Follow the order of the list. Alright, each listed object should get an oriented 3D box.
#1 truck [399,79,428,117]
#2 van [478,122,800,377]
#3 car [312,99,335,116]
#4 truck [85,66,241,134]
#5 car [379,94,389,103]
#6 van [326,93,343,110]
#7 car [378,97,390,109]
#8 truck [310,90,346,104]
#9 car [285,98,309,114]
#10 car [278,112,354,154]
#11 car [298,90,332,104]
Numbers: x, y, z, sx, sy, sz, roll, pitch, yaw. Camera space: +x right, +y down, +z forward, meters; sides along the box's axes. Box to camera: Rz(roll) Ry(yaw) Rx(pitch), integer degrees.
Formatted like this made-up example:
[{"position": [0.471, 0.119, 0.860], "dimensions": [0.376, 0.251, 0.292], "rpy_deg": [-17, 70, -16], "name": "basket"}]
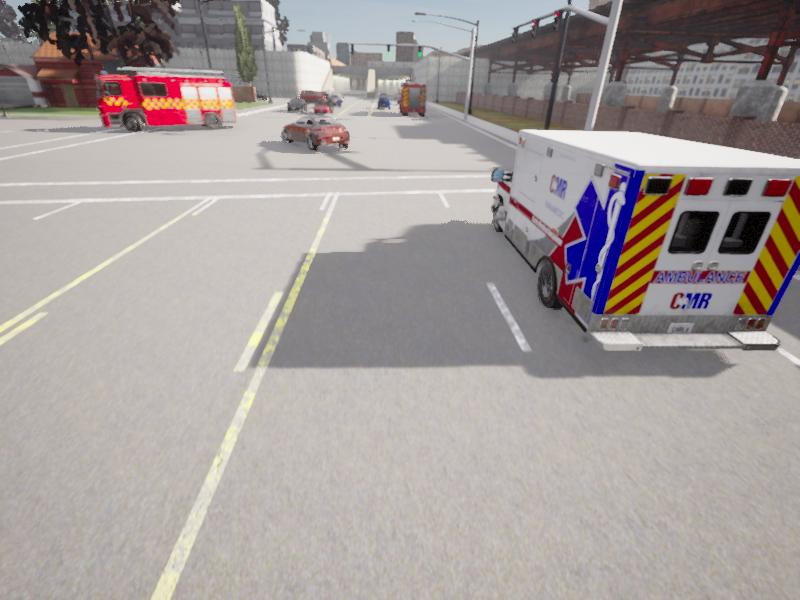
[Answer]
[{"position": [1.523, -25.350, 50.030], "dimensions": [2.891, 3.827, 8.468], "rpy_deg": [0, 28, -3], "name": "truck"}, {"position": [3.362, -1.618, 7.166], "dimensions": [2.351, 2.431, 6.366], "rpy_deg": [0, 28, -3], "name": "van"}, {"position": [-8.845, -22.453, 46.566], "dimensions": [2.007, 1.525, 4.514], "rpy_deg": [0, 28, -3], "name": "car"}, {"position": [-16.307, -14.092, 28.183], "dimensions": [8.468, 3.827, 2.891], "rpy_deg": [-18, 34, -31], "name": "truck"}, {"position": [-3.412, -41.890, 83.145], "dimensions": [2.033, 1.411, 5.357], "rpy_deg": [0, 28, -3], "name": "car"}, {"position": [-9.293, -28.302, 56.948], "dimensions": [1.775, 1.987, 4.442], "rpy_deg": [0, 28, -3], "name": "van"}, {"position": [-2.494, -30.459, 61.767], "dimensions": [1.882, 1.535, 5.008], "rpy_deg": [0, 28, -3], "name": "car"}, {"position": [-13.304, -37.659, 74.055], "dimensions": [6.274, 2.098, 2.390], "rpy_deg": [13, 30, 20], "name": "truck"}, {"position": [-12.435, -23.591, 48.547], "dimensions": [1.837, 1.490, 4.892], "rpy_deg": [0, 28, -3], "name": "car"}, {"position": [-4.808, -9.512, 22.524], "dimensions": [2.152, 1.651, 5.027], "rpy_deg": [-18, 34, -32], "name": "car"}, {"position": [-14.900, -35.602, 70.212], "dimensions": [5.566, 2.045, 2.150], "rpy_deg": [16, 31, 25], "name": "car"}]
